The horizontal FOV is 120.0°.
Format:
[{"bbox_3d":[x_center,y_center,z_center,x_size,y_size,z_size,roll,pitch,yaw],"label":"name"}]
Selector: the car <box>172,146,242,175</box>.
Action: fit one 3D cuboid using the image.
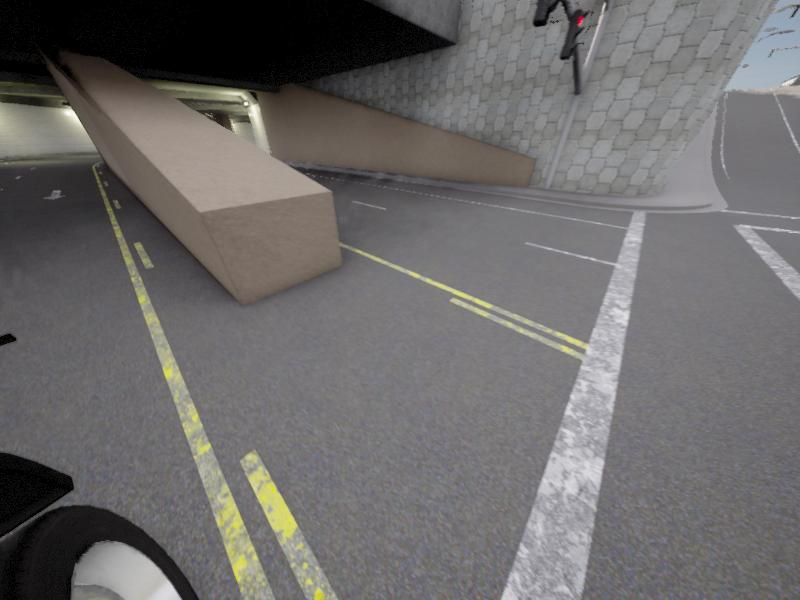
[{"bbox_3d":[-15.322,-11.179,18.349,5.027,1.651,2.152,21,40,26],"label":"car"}]
